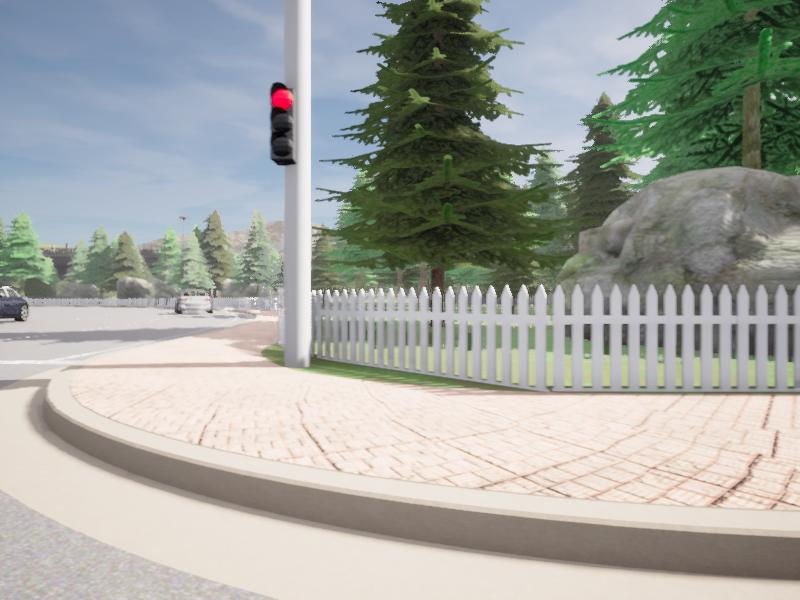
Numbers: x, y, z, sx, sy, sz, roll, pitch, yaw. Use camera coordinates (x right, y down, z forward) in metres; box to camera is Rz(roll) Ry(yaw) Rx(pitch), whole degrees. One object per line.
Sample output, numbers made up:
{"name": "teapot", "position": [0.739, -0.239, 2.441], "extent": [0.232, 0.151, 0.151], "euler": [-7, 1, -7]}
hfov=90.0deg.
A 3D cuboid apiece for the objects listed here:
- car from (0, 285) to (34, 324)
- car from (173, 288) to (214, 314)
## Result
{"name": "car", "position": [-16.127, 0.178, 15.221], "extent": [1.970, 1.475, 3.806], "euler": [0, 0, -21]}
{"name": "car", "position": [-14.694, 0.083, 28.360], "extent": [2.242, 1.667, 4.611], "euler": [0, 0, -32]}
